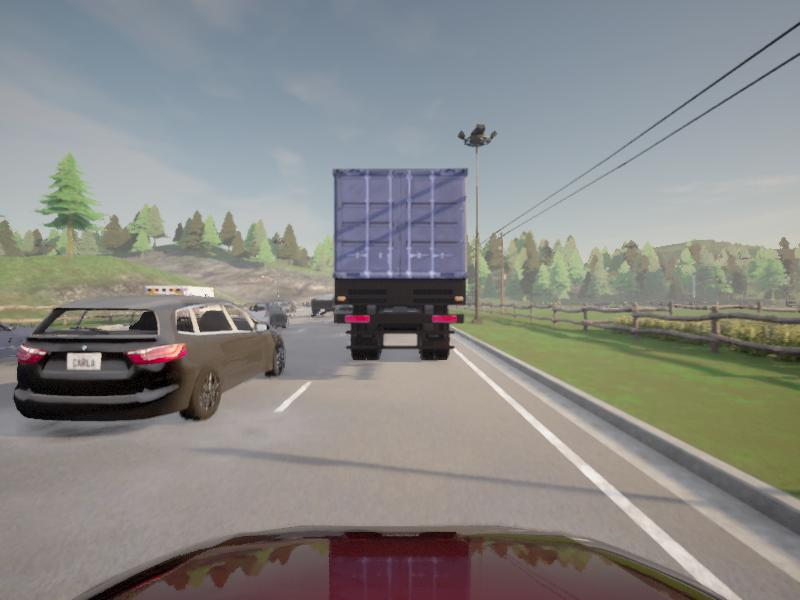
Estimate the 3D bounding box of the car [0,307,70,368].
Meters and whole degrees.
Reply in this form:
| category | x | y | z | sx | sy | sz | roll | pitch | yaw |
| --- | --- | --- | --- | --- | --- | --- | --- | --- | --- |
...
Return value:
| category | x | y | z | sx | sy | sz | roll | pitch | yaw |
| --- | --- | --- | --- | --- | --- | --- | --- | --- | --- |
| car | -10.493 | 0.902 | 8.821 | 2.033 | 1.411 | 5.357 | 0 | 0 | 0 |

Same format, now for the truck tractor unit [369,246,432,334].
| category | x | y | z | sx | sy | sz | roll | pitch | yaw |
| --- | --- | --- | --- | --- | --- | --- | --- | --- | --- |
| truck tractor unit | 0.017 | -0.498 | 22.506 | 3.053 | 4.208 | 6.516 | 0 | 0 | 0 |

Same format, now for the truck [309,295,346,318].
| category | x | y | z | sx | sy | sz | roll | pitch | yaw |
| --- | --- | --- | --- | --- | --- | --- | --- | --- | --- |
| truck | -7.001 | 0.577 | 39.439 | 2.390 | 2.098 | 6.274 | 0 | 0 | 1 |

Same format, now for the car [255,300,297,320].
| category | x | y | z | sx | sy | sz | roll | pitch | yaw |
| --- | --- | --- | --- | --- | --- | --- | --- | --- | --- |
| car | -10.481 | 0.801 | 34.222 | 1.930 | 1.638 | 5.238 | 0 | 0 | 0 |

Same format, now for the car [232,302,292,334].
| category | x | y | z | sx | sy | sz | roll | pitch | yaw |
| --- | --- | --- | --- | --- | --- | --- | --- | --- | --- |
| car | -6.987 | 0.846 | 20.652 | 1.845 | 1.501 | 3.633 | 0 | 0 | 0 |

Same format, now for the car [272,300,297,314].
| category | x | y | z | sx | sy | sz | roll | pitch | yaw |
| --- | --- | --- | --- | --- | --- | --- | --- | --- | --- |
| car | -13.970 | 0.830 | 48.658 | 1.851 | 1.617 | 3.988 | 0 | 0 | 0 |

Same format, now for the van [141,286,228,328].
| category | x | y | z | sx | sy | sz | roll | pitch | yaw |
| --- | --- | --- | --- | --- | --- | --- | --- | --- | --- |
| van | -13.983 | 0.401 | 26.593 | 2.351 | 2.431 | 6.366 | 0 | 0 | 0 |

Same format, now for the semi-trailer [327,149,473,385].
| category | x | y | z | sx | sy | sz | roll | pitch | yaw |
| --- | --- | --- | --- | --- | --- | --- | --- | --- | --- |
| semi-trailer | 0.011 | -0.604 | 14.592 | 2.717 | 4.402 | 14.254 | 0 | 0 | 0 |

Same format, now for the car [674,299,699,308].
| category | x | y | z | sx | sy | sz | roll | pitch | yaw |
| --- | --- | --- | --- | --- | --- | --- | --- | --- | --- |
| car | 60.018 | 0.729 | 83.770 | 3.866 | 1.878 | 1.905 | 0 | 0 | 1 |

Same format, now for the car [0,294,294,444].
| category | x | y | z | sx | sy | sz | roll | pitch | yaw |
| --- | --- | --- | --- | --- | --- | --- | --- | --- | --- |
| car | -3.573 | 0.763 | 6.788 | 2.242 | 1.667 | 4.611 | 0 | 0 | 1 |

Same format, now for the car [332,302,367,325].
| category | x | y | z | sx | sy | sz | roll | pitch | yaw |
| --- | --- | --- | --- | --- | --- | --- | --- | --- | --- |
| car | -3.484 | 0.868 | 28.468 | 1.837 | 1.490 | 4.892 | 0 | 0 | 0 |
